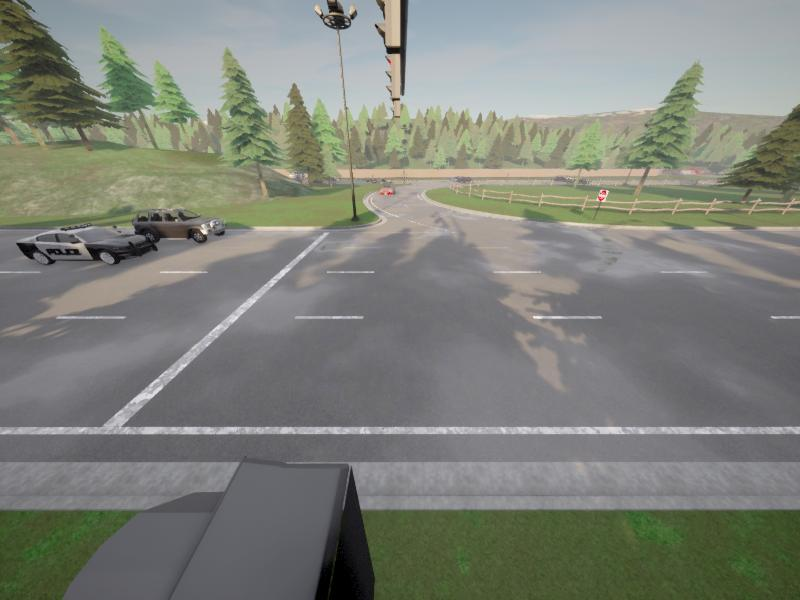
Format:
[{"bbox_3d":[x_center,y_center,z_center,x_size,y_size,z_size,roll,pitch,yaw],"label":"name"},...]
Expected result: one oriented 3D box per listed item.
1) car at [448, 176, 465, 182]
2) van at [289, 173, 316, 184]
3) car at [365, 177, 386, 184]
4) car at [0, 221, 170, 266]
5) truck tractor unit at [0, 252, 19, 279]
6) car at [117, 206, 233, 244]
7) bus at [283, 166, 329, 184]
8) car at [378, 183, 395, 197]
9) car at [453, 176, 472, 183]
[{"bbox_3d":[17.147,-36.669,70.065,4.514,1.525,2.007,0,30,0],"label":"car"},{"bbox_3d":[-25.452,-31.814,60.571,5.915,2.561,1.988,0,30,0],"label":"van"},{"bbox_3d":[-6.370,-31.458,60.850,5.238,1.638,1.930,0,30,0],"label":"car"},{"bbox_3d":[-14.999,-2.797,11.209,5.238,1.638,1.930,0,30,0],"label":"car"},{"bbox_3d":[-19.614,-2.177,7.550,6.516,4.208,3.053,0,30,0],"label":"truck tractor unit"},{"bbox_3d":[-13.467,-4.650,14.181,4.605,1.855,1.932,0,30,0],"label":"car"},{"bbox_3d":[-25.311,-34.242,63.066,10.273,4.253,3.944,0,30,0],"label":"bus"},{"bbox_3d":[-2.038,-17.472,36.595,2.242,1.667,4.611,2,30,3],"label":"car"},{"bbox_3d":[17.232,-33.352,63.898,4.605,1.855,1.932,0,30,0],"label":"car"}]
